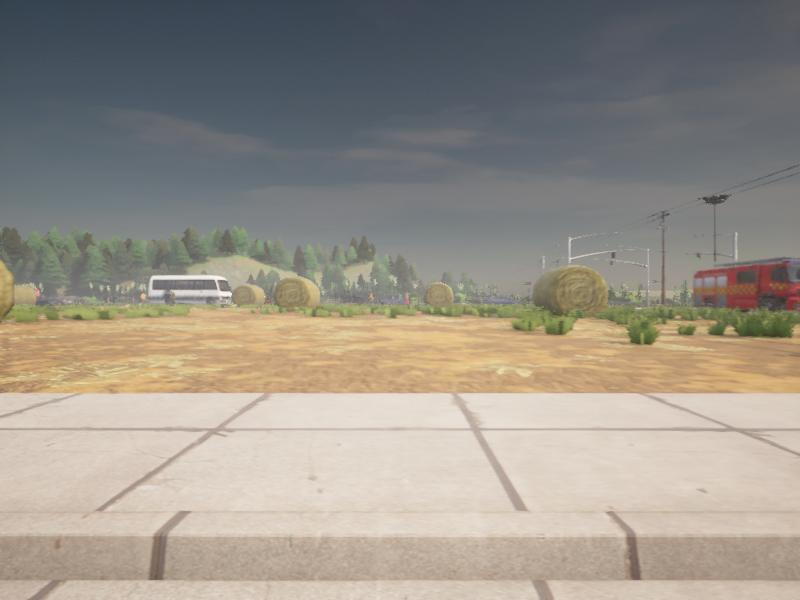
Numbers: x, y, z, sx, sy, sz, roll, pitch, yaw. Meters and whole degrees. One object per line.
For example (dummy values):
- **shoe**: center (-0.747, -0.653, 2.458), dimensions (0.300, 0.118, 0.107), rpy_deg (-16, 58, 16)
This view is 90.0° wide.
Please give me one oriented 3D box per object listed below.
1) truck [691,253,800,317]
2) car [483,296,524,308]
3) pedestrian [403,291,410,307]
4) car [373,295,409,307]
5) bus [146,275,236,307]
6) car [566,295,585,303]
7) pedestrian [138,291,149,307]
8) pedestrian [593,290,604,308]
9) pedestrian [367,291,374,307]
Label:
- **truck**: center (24.982, -0.887, 28.178), dimensions (2.891, 3.827, 8.468), rpy_deg (0, 0, 1)
- **car**: center (13.255, 0.247, 51.363), dimensions (4.792, 1.488, 2.163), rpy_deg (0, 0, 6)
- **pedestrian**: center (0.786, -0.123, 47.783), dimensions (0.751, 1.860, 0.751), rpy_deg (0, 0, 8)
- **car**: center (-1.243, 0.169, 55.891), dimensions (4.856, 1.649, 2.033), rpy_deg (0, 0, 4)
- **bus**: center (-28.130, -1.149, 54.241), dimensions (10.273, 4.253, 3.944), rpy_deg (0, 0, 3)
- **car**: center (31.224, -0.207, 71.230), dimensions (1.812, 1.442, 4.674), rpy_deg (0, 1, 8)
- **pedestrian**: center (-31.567, -0.132, 49.220), dimensions (0.751, 1.860, 0.751), rpy_deg (0, 0, 17)
- **pedestrian**: center (20.388, -0.083, 41.123), dimensions (0.751, 1.860, 0.751), rpy_deg (0, 0, 3)
- **pedestrian**: center (-3.511, -0.124, 47.130), dimensions (0.751, 1.860, 0.751), rpy_deg (0, 0, 0)
